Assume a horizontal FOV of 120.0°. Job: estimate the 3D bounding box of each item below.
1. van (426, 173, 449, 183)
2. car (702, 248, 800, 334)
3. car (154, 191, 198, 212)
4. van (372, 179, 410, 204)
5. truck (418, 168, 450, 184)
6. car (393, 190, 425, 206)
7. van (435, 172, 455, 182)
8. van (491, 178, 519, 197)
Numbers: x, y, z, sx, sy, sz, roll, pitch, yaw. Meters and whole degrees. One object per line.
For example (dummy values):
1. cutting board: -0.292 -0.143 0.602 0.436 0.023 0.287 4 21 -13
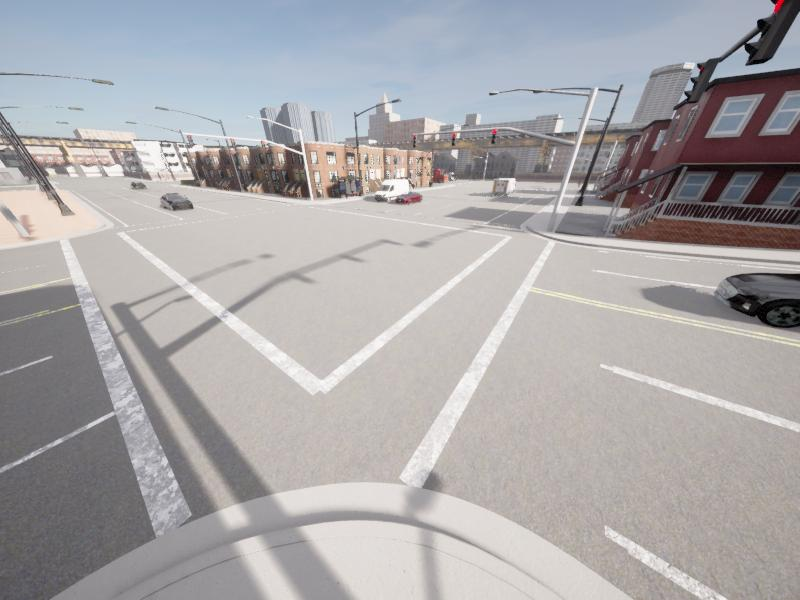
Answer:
1. van: 11.395 -36.989 69.939 6.366 2.431 2.351 21 36 31
2. car: 12.056 0.004 5.797 4.856 1.649 2.033 15 33 33
3. car: -25.064 -11.054 25.804 5.238 1.638 1.930 20 36 31
4. van: -1.095 -15.179 32.052 1.988 2.561 5.915 20 36 31
5. truck: 9.725 -36.000 66.829 8.468 3.827 2.891 20 36 31
6. car: 1.212 -13.283 29.938 1.994 1.385 4.181 20 36 31
7. van: 14.659 -40.215 75.414 5.915 2.561 1.988 24 38 35
8. van: 17.615 -18.963 38.714 2.351 2.431 6.366 20 36 31
